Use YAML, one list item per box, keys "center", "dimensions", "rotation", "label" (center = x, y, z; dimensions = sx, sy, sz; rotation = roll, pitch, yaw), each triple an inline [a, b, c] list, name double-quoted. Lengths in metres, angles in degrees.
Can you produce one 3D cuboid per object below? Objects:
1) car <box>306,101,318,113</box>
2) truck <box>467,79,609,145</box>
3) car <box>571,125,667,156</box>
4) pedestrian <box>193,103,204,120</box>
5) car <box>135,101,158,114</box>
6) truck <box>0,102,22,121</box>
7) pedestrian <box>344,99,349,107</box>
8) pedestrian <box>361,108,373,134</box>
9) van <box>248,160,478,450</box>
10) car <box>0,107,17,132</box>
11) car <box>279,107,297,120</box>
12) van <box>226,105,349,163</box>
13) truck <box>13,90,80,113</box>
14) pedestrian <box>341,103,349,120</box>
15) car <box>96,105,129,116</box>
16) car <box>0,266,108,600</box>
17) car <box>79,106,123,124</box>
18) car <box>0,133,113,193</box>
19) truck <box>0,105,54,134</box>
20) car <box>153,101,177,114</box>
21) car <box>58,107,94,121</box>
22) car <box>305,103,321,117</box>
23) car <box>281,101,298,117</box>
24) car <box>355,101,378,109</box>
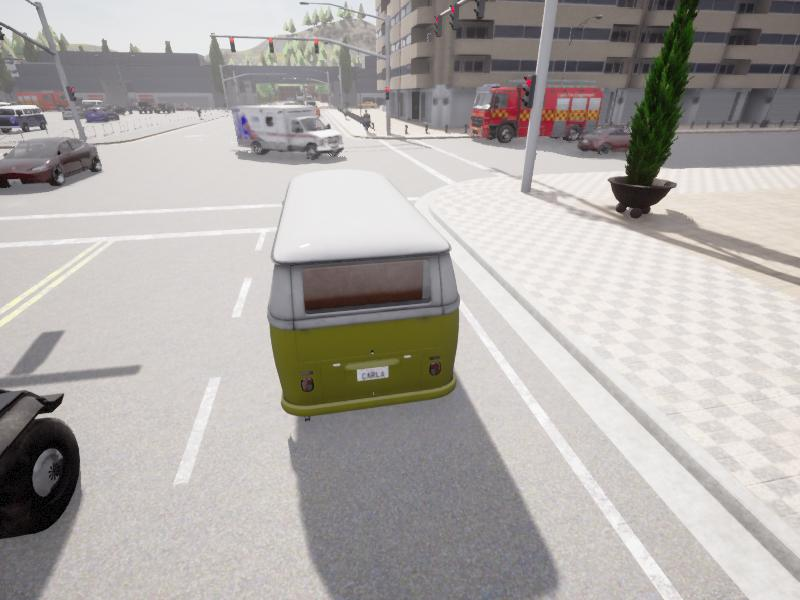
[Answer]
- center: [-16.077, -35.335, 73.348]
  dimensions: [1.905, 1.878, 3.866]
  rotation: [-5, 28, -10]
  label: "car"
- center: [9.342, -13.066, 27.715]
  dimensions: [8.468, 3.827, 2.891]
  rotation: [-5, 28, -10]
  label: "truck"
- center: [12.221, -8.989, 22.464]
  dimensions: [4.181, 1.385, 1.994]
  rotation: [-5, 28, -10]
  label: "car"
- center: [-25.308, -23.704, 50.357]
  dimensions: [0.751, 1.860, 0.751]
  rotation: [-6, 28, -11]
  label: "pedestrian"
- center: [-42.790, -32.550, 67.630]
  dimensions: [1.905, 1.878, 3.866]
  rotation: [-5, 28, -10]
  label: "car"
- center: [-50.557, -23.773, 50.352]
  dimensions: [2.069, 2.038, 4.478]
  rotation: [-5, 28, -10]
  label: "truck"
- center: [-13.330, -48.868, 99.299]
  dimensions: [0.751, 1.860, 0.751]
  rotation: [20, 34, 34]
  label: "pedestrian"
- center: [-2.663, -14.313, 32.046]
  dimensions: [0.751, 1.860, 0.751]
  rotation: [-6, 28, -12]
  label: "pedestrian"
- center: [-0.682, -0.528, 5.468]
  dimensions: [1.775, 1.987, 4.442]
  rotation: [-5, 28, -10]
  label: "van"
- center: [-35.165, -15.066, 33.592]
  dimensions: [1.932, 1.855, 4.605]
  rotation: [-5, 28, -10]
  label: "car"
- center: [-15.727, -26.317, 56.321]
  dimensions: [2.033, 1.411, 5.357]
  rotation: [-6, 28, -11]
  label: "car"
- center: [-6.063, -9.081, 21.580]
  dimensions: [6.366, 2.431, 2.351]
  rotation: [16, 32, 27]
  label: "van"
- center: [-67.352, -37.964, 76.402]
  dimensions: [8.468, 3.827, 2.891]
  rotation: [-5, 28, -9]
  label: "truck"
- center: [-6.962, -23.930, 50.767]
  dimensions: [0.751, 1.860, 0.751]
  rotation: [-5, 28, -10]
  label: "pedestrian"
- center: [-44.203, -29.213, 61.648]
  dimensions: [2.033, 1.415, 5.357]
  rotation: [-5, 28, -10]
  label: "car"
- center: [-3.362, 1.530, 1.573]
  dimensions: [1.905, 1.878, 3.866]
  rotation: [-5, 28, -10]
  label: "car"
- center: [-35.280, -21.948, 47.355]
  dimensions: [2.242, 1.667, 4.611]
  rotation: [-5, 28, -10]
  label: "car"
- center: [-13.672, -5.481, 15.615]
  dimensions: [2.163, 1.488, 4.792]
  rotation: [-5, 28, -10]
  label: "car"
- center: [-32.339, -15.441, 34.109]
  dimensions: [2.069, 2.038, 4.478]
  rotation: [-5, 28, -10]
  label: "truck"
- center: [-39.941, -32.787, 68.081]
  dimensions: [1.932, 1.855, 4.605]
  rotation: [-5, 28, -10]
  label: "car"
- center: [-42.049, -24.265, 52.033]
  dimensions: [1.970, 1.475, 3.806]
  rotation: [-5, 28, -10]
  label: "car"
- center: [-13.288, -28.983, 61.074]
  dimensions: [2.097, 1.767, 4.553]
  rotation: [-5, 28, -10]
  label: "car"
- center: [-17.251, -30.000, 62.783]
  dimensions: [2.150, 2.045, 5.566]
  rotation: [-5, 28, -10]
  label: "car"
- center: [-8.013, -47.059, 96.505]
  dimensions: [5.366, 1.575, 1.801]
  rotation: [-5, 28, -10]
  label: "car"
